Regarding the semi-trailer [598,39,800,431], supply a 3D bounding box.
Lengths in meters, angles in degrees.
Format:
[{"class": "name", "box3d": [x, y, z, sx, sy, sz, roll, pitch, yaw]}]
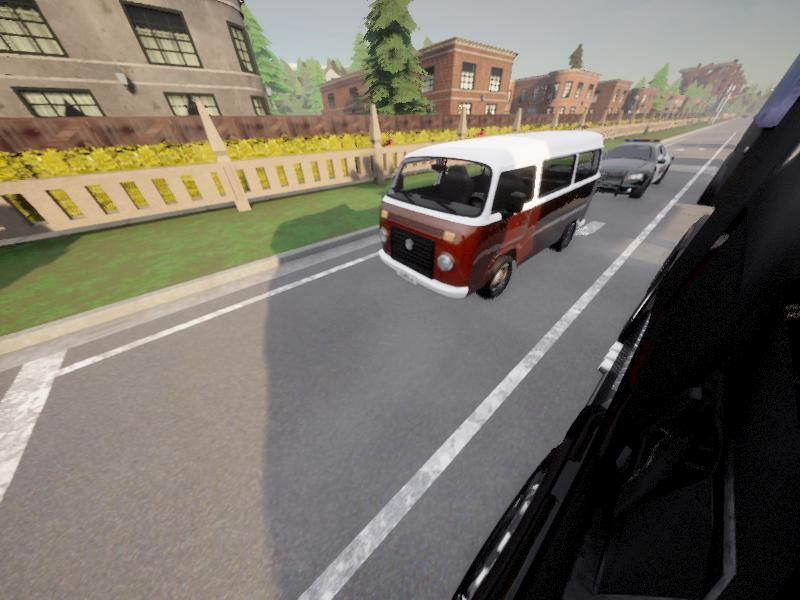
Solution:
[{"class": "semi-trailer", "box3d": [8.705, -3.588, 4.240, 14.254, 4.402, 2.717, -28, 44, -30]}]

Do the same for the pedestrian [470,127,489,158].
[{"class": "pedestrian", "box3d": [5.923, -11.718, 17.185, 0.751, 1.860, 0.751, -28, 44, -30]}]

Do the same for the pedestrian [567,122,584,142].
[{"class": "pedestrian", "box3d": [19.928, -19.072, 26.263, 0.751, 1.860, 0.751, -8, 37, -8]}]

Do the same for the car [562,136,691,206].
[{"class": "car", "box3d": [8.444, -4.992, 8.565, 4.974, 1.542, 2.038, -28, 44, -30]}]

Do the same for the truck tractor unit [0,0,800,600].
[{"class": "truck tractor unit", "box3d": [2.645, -0.295, 0.351, 6.516, 4.208, 3.053, -28, 44, -30]}]

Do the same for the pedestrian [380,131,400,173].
[{"class": "pedestrian", "box3d": [-0.535, -8.248, 12.893, 0.751, 1.860, 0.751, -26, 43, -29]}]

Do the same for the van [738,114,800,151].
[{"class": "van", "box3d": [27.066, -12.301, 16.930, 4.442, 1.987, 1.775, -28, 44, -30]}]

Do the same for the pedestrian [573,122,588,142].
[{"class": "pedestrian", "box3d": [20.544, -19.147, 26.328, 0.751, 1.860, 0.751, 22, 43, 29]}]

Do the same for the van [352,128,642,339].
[{"class": "van", "box3d": [1.790, -1.677, 4.071, 4.480, 2.038, 2.069, -27, 43, -30]}]

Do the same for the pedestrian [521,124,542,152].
[{"class": "pedestrian", "box3d": [10.995, -13.547, 19.351, 0.751, 1.860, 0.751, -27, 43, -29]}]

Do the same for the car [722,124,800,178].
[{"class": "car", "box3d": [17.396, -7.036, 10.718, 5.027, 1.651, 2.152, -28, 44, -30]}]

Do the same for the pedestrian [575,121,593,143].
[{"class": "pedestrian", "box3d": [19.991, -18.265, 25.173, 0.751, 1.860, 0.751, -28, 43, -30]}]

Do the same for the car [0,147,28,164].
[{"class": "car", "box3d": [-60.392, -22.200, 35.414, 1.932, 1.855, 4.605, -27, 43, -30]}]
